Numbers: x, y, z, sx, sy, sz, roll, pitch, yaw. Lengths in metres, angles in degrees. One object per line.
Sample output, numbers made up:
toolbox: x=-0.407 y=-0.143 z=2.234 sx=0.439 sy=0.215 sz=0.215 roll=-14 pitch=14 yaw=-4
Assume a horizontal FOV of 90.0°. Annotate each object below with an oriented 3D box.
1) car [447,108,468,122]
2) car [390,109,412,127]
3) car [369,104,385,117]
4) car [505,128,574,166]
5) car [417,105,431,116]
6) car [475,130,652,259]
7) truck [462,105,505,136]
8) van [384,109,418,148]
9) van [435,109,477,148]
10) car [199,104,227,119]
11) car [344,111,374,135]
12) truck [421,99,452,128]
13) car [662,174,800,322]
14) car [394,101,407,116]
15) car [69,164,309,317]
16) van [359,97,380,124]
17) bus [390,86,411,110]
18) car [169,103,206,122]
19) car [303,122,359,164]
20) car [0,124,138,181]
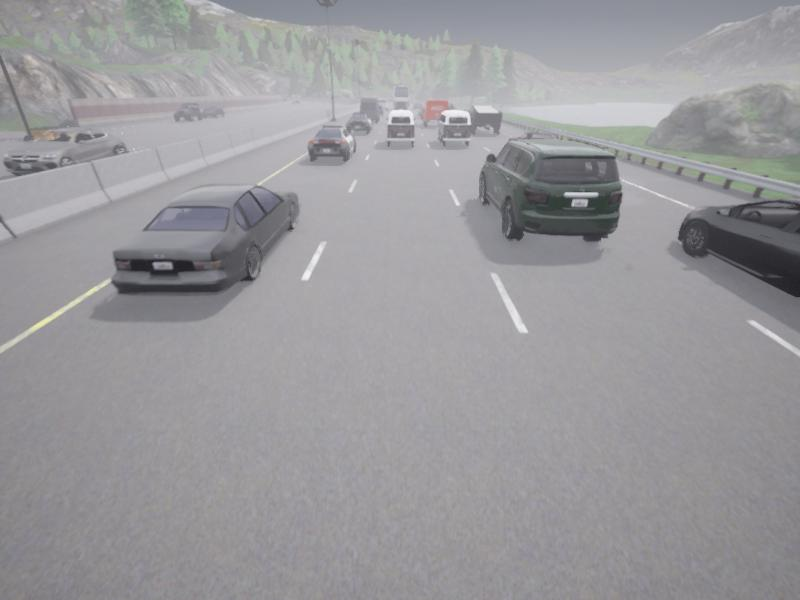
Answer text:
car: x=7.110 y=-23.151 z=49.966 sx=1.895 sy=1.301 sz=4.718 roll=0 pitch=27 yaw=0
car: x=0.094 y=-19.012 z=41.661 sx=2.128 sy=1.511 sz=4.902 roll=0 pitch=27 yaw=0
car: x=-3.370 y=-28.120 z=59.203 sx=2.007 sy=1.525 sz=4.514 roll=0 pitch=27 yaw=0
car: x=7.048 y=-8.052 z=20.796 sx=1.895 sy=1.301 sz=4.718 roll=0 pitch=27 yaw=0
car: x=3.633 y=-28.744 z=60.722 sx=1.895 sy=1.301 sz=4.718 roll=0 pitch=27 yaw=0
car: x=3.529 y=-3.023 z=10.221 sx=2.150 sy=2.045 sz=5.566 roll=1 pitch=27 yaw=0
truck: x=7.079 y=-15.703 z=34.704 sx=2.390 sy=2.098 sz=6.274 roll=0 pitch=27 yaw=0
van: x=0.062 y=-11.371 z=26.323 sx=2.069 sy=2.038 sz=4.480 roll=0 pitch=27 yaw=0
van: x=3.565 y=-11.437 z=26.487 sx=2.069 sy=2.038 sz=4.480 roll=0 pitch=27 yaw=0
car: x=-24.384 y=-24.697 z=52.337 sx=1.789 sy=1.549 sz=3.705 roll=0 pitch=27 yaw=0
car: x=-3.420 y=-15.280 z=34.398 sx=2.038 sy=1.542 sz=4.974 roll=0 pitch=28 yaw=0
truck: x=3.606 y=-19.313 z=41.236 sx=2.627 sy=2.467 sz=5.204 roll=0 pitch=27 yaw=0
car: x=7.020 y=-0.961 z=6.845 sx=2.007 sy=1.525 sz=4.514 roll=0 pitch=27 yaw=0
car: x=0.136 y=-29.032 z=60.602 sx=1.905 sy=1.878 sz=3.866 roll=0 pitch=27 yaw=0
car: x=-3.475 y=-1.608 z=8.129 sx=2.033 sy=1.411 sz=5.357 roll=0 pitch=27 yaw=0
van: x=-3.391 y=-21.766 z=45.825 sx=1.988 sy=2.561 sz=5.915 roll=0 pitch=27 yaw=0
bus: x=0.030 y=-42.272 z=83.605 sx=3.944 sy=4.253 sz=10.273 roll=-1 pitch=27 yaw=-2
car: x=-24.396 y=-21.659 z=46.100 sx=1.905 sy=1.878 sz=3.866 roll=0 pitch=27 yaw=0
car: x=-3.450 y=-8.341 z=20.986 sx=2.038 sy=1.542 sz=4.974 roll=0 pitch=27 yaw=0
car: x=-13.957 y=-6.399 z=17.026 sx=2.152 sy=1.651 sz=5.027 roll=0 pitch=27 yaw=0
